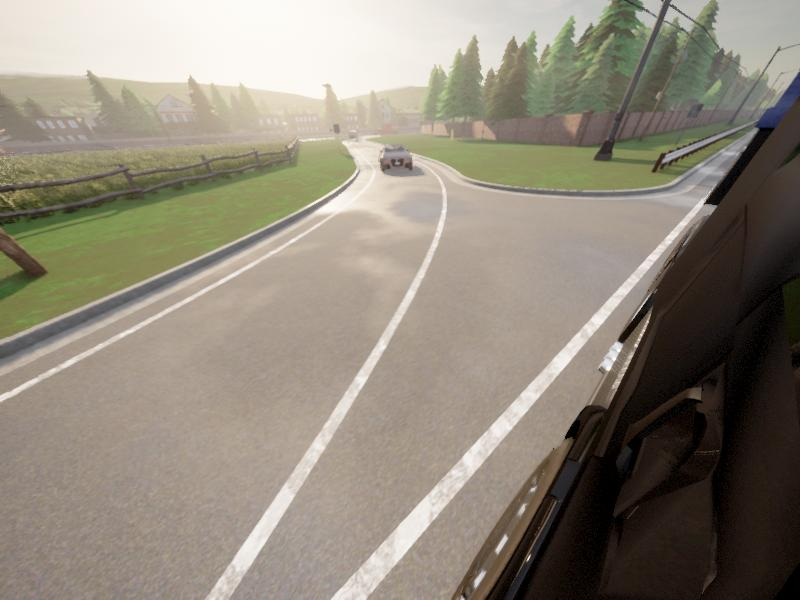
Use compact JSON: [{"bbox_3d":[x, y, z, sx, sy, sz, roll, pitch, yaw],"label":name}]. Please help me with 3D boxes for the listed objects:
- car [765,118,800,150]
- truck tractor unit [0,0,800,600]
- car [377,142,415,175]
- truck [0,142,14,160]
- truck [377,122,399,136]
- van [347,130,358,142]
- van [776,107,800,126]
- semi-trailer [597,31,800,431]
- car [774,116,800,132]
[{"bbox_3d":[28.310,-11.751,16.250,5.027,1.651,2.152,-26,43,-28],"label":"car"},{"bbox_3d":[2.645,-0.295,0.351,6.516,4.208,3.053,-28,44,-30],"label":"truck tractor unit"},{"bbox_3d":[-0.352,-9.292,14.966,1.994,1.385,4.181,-5,37,-3],"label":"car"},{"bbox_3d":[-85.237,-29.629,45.448,8.468,3.827,2.891,-26,43,-28],"label":"truck"},{"bbox_3d":[-4.570,-66.531,89.792,8.468,3.827,2.891,-26,43,-28],"label":"truck"},{"bbox_3d":[-11.263,-39.257,55.200,2.069,2.038,4.480,-5,37,-3],"label":"van"},{"bbox_3d":[66.177,-30.815,38.716,6.366,2.431,2.351,-26,43,-28],"label":"van"},{"bbox_3d":[8.771,-3.550,4.160,14.254,4.402,2.717,-27,43,-29],"label":"semi-trailer"},{"bbox_3d":[48.416,-21.637,28.343,4.792,1.488,2.163,-26,43,-28],"label":"car"}]
